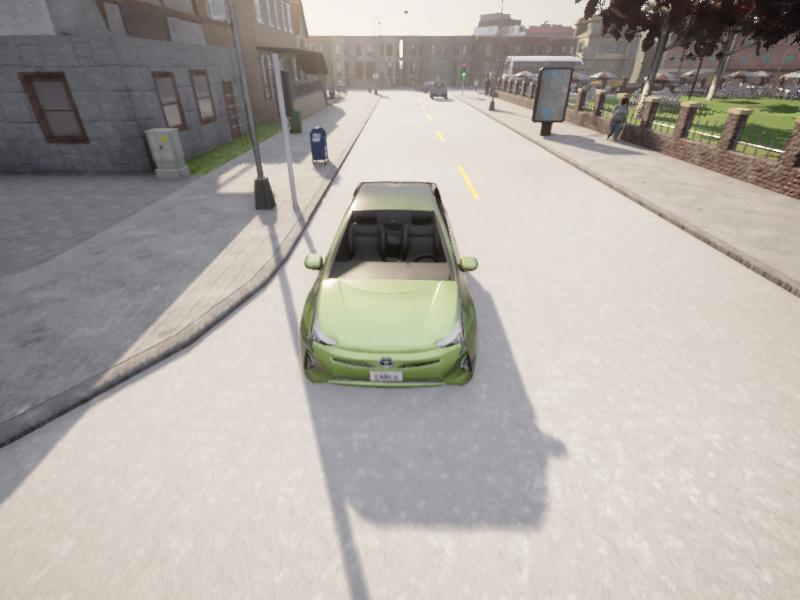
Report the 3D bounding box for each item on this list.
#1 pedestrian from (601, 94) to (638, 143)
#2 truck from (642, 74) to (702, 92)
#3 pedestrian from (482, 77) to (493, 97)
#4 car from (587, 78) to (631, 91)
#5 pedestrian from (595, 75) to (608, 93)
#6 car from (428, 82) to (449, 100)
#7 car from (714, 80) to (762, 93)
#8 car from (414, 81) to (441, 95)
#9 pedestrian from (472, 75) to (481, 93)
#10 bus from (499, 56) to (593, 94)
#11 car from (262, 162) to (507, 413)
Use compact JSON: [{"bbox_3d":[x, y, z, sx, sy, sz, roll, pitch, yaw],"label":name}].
[{"bbox_3d":[9.357,-7.756,17.118,0.751,1.860,0.751,0,30,0],"label":"pedestrian"},{"bbox_3d":[38.182,-30.603,56.349,6.274,2.098,2.390,0,30,0],"label":"truck"},{"bbox_3d":[9.272,-22.550,42.337,0.751,1.860,0.751,-2,30,-4],"label":"pedestrian"},{"bbox_3d":[29.447,-30.453,56.412,5.008,1.535,1.882,0,30,0],"label":"car"},{"bbox_3d":[24.506,-26.215,48.609,0.751,1.860,0.751,0,30,0],"label":"pedestrian"},{"bbox_3d":[3.988,-21.933,41.880,1.845,1.501,3.633,0,30,0],"label":"car"},{"bbox_3d":[46.973,-29.741,55.719,4.514,1.525,2.007,12,33,20],"label":"car"},{"bbox_3d":[3.526,-27.682,52.120,1.812,1.442,4.674,-10,32,-17],"label":"car"},{"bbox_3d":[9.326,-26.332,48.788,0.751,1.860,0.751,3,31,5],"label":"pedestrian"},{"bbox_3d":[18.839,-29.502,52.481,10.273,4.253,3.944,0,30,0],"label":"bus"},{"bbox_3d":[-0.079,-0.668,5.610,2.007,1.525,4.514,1,30,1],"label":"car"}]
